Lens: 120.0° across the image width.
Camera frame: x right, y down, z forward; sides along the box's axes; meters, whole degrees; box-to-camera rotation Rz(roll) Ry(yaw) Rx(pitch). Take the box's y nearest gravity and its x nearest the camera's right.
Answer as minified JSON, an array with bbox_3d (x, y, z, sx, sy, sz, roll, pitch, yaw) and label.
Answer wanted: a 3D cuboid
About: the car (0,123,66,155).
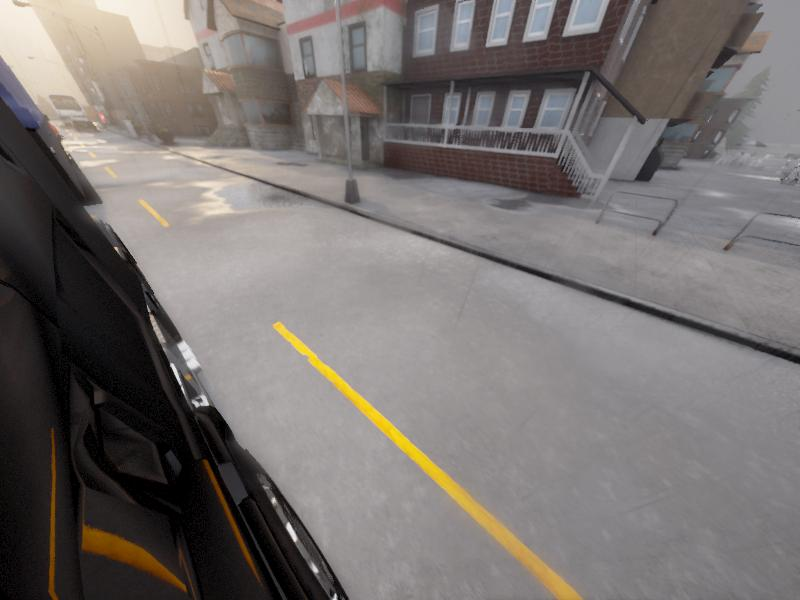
[{"bbox_3d":[-23.551,-10.334,14.748,4.181,1.385,1.994,28,44,30],"label":"car"}]

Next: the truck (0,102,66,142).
[{"bbox_3d":[-31.479,-15.030,19.588,5.204,2.467,2.627,28,43,30],"label":"truck"}]

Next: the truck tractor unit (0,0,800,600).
[{"bbox_3d":[-2.645,-0.295,0.352,6.516,4.208,3.053,28,44,30],"label":"truck tractor unit"}]

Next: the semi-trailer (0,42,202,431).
[{"bbox_3d":[-8.702,-3.611,4.212,14.254,4.402,2.717,28,44,30],"label":"semi-trailer"}]

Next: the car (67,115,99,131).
[{"bbox_3d":[-45.183,-25.183,32.901,5.238,1.638,1.930,28,44,30],"label":"car"}]

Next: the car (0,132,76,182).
[{"bbox_3d":[-15.922,-6.210,9.820,4.718,1.301,1.895,28,44,30],"label":"car"}]

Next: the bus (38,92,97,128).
[{"bbox_3d":[-58.097,-33.085,40.414,10.273,4.253,3.944,28,44,30],"label":"bus"}]
